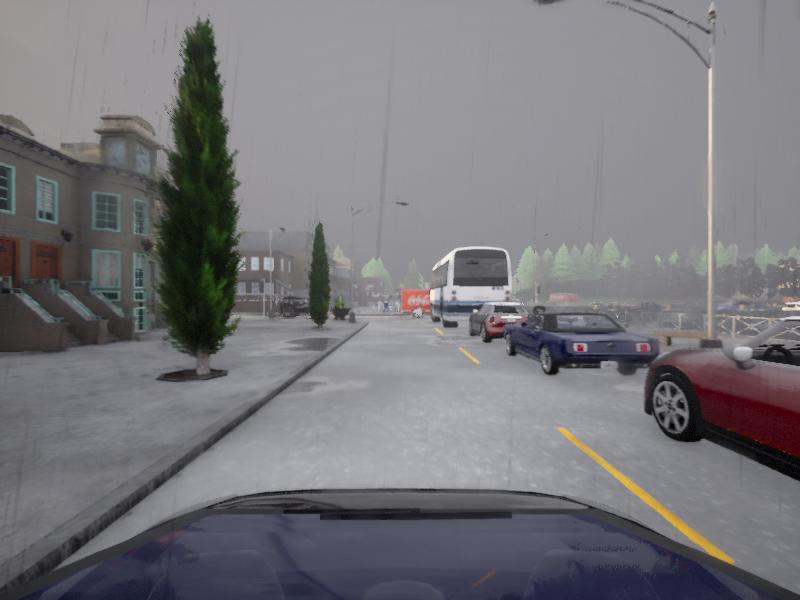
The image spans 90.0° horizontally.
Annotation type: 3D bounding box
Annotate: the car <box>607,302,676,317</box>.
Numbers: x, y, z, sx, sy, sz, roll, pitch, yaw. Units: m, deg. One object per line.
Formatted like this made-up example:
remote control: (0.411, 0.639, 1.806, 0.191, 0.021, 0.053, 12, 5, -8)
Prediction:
car: (23.002, 0.880, 38.209, 5.357, 1.411, 2.033, 0, 0, 0)

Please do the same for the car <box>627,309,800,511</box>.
car: (4.001, 0.852, 3.395, 1.970, 1.475, 3.806, 0, 0, 0)

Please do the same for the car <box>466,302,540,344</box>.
car: (4.004, 0.847, 16.208, 1.970, 1.475, 3.806, 0, 0, 0)

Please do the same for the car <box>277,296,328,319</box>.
car: (-8.276, 0.635, 34.131, 3.866, 1.878, 1.905, 0, 0, 3)

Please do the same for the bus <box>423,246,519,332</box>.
bus: (3.814, -0.543, 24.826, 3.944, 4.253, 10.273, 0, 0, -1)

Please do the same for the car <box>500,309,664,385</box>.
car: (3.998, 0.940, 9.843, 1.895, 1.301, 4.718, 0, 0, 0)

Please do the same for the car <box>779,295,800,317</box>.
car: (40.054, 0.554, 38.227, 5.566, 2.045, 2.150, 0, 0, 0)

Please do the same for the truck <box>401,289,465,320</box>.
truck: (2.696, 0.351, 34.208, 5.204, 2.467, 2.627, -1, 0, 0)

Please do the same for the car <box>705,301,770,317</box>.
car: (32.140, 0.814, 38.219, 4.514, 1.525, 2.007, 0, 0, 0)

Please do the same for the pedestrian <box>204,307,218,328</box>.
pedestrian: (-9.956, 0.919, 21.060, 0.500, 1.100, 0.500, 0, 0, -6)

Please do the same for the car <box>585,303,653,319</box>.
car: (18.647, 0.931, 34.213, 4.718, 1.301, 1.895, 0, 0, 0)
